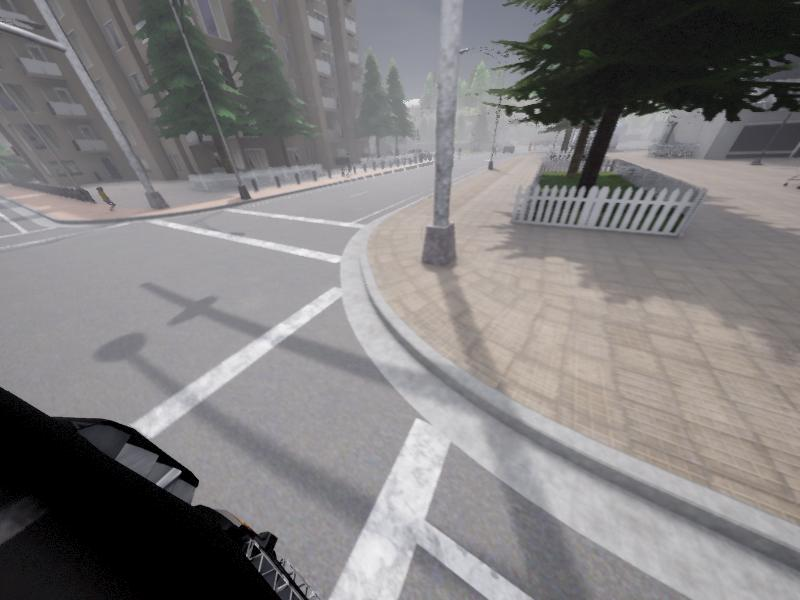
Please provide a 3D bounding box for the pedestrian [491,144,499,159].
[{"bbox_3d":[14.287,-22.436,34.828,0.751,1.860,0.751,2,34,8],"label":"pedestrian"}]

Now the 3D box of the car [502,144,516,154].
[{"bbox_3d":[22.675,-31.449,48.083,1.837,1.490,4.892,15,37,25],"label":"car"}]

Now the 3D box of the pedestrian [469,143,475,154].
[{"bbox_3d":[15.798,-33.379,50.876,0.751,1.860,0.751,-20,37,-24],"label":"pedestrian"}]

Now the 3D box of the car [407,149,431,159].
[{"bbox_3d":[3.804,-29.523,46.622,4.514,1.525,2.007,15,38,25],"label":"car"}]

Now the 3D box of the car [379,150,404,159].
[{"bbox_3d":[-1.731,-31.022,49.301,5.008,1.535,1.882,15,38,25],"label":"car"}]

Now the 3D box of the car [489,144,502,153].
[{"bbox_3d":[22.117,-34.958,53.370,2.007,1.525,4.514,15,38,25],"label":"car"}]

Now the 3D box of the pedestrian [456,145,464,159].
[{"bbox_3d":[9.769,-24.149,37.750,0.751,1.860,0.751,-29,42,-34],"label":"pedestrian"}]

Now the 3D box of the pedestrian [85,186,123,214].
[{"bbox_3d":[-13.570,-4.601,10.618,0.500,1.100,0.500,12,37,22],"label":"pedestrian"}]

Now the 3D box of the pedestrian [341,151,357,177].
[{"bbox_3d":[-4.387,-11.713,19.920,0.751,1.860,0.751,15,38,25],"label":"pedestrian"}]
